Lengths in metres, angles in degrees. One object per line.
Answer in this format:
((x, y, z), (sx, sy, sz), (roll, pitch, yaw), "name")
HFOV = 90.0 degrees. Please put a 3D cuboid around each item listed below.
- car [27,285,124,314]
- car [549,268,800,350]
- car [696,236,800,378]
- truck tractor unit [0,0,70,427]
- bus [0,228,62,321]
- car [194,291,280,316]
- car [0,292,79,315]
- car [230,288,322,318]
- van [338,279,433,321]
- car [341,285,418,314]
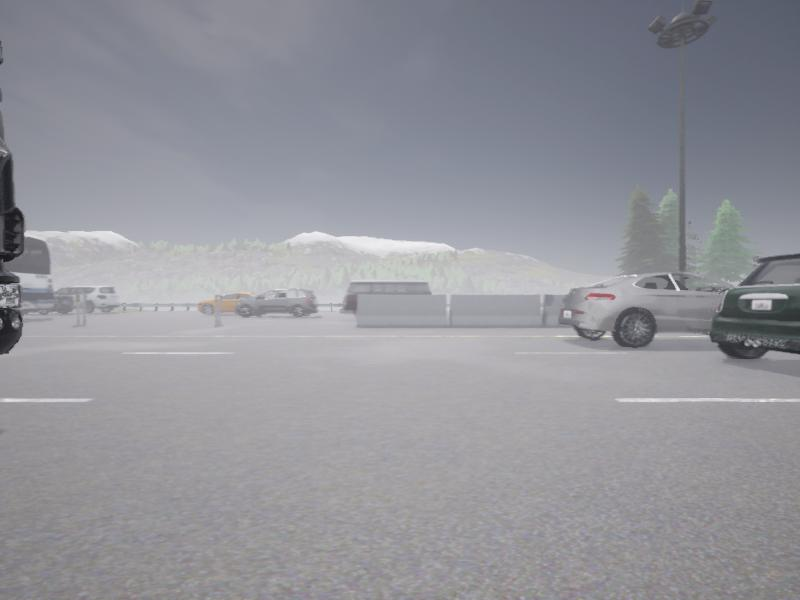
((-24.331, -0.032, 30.192), (5.566, 2.045, 2.150), (0, 0, 0), "car")
((6.347, 0.180, 9.203), (5.027, 1.651, 2.152), (0, 0, 0), "car")
((7.278, 0.092, 5.703), (4.553, 1.767, 2.097), (0, 0, 0), "car")
((-6.332, -1.118, 2.193), (6.516, 4.208, 3.053), (0, 0, 0), "truck tractor unit")
((-23.344, -1.134, 19.570), (10.273, 4.253, 3.944), (0, 0, 0), "bus")
((-10.764, 0.225, 26.697), (5.008, 1.535, 1.882), (0, 0, 0), "car")
((-24.461, 0.232, 26.692), (4.514, 1.525, 2.007), (0, 0, 0), "car")
((-7.071, 0.157, 23.197), (4.611, 1.667, 2.242), (0, 0, 0), "car")
((-0.683, -0.001, 19.700), (4.442, 1.987, 1.775), (0, 0, 0), "van")
((-1.473, -0.029, 30.201), (5.566, 2.045, 2.150), (0, 0, 0), "car")
